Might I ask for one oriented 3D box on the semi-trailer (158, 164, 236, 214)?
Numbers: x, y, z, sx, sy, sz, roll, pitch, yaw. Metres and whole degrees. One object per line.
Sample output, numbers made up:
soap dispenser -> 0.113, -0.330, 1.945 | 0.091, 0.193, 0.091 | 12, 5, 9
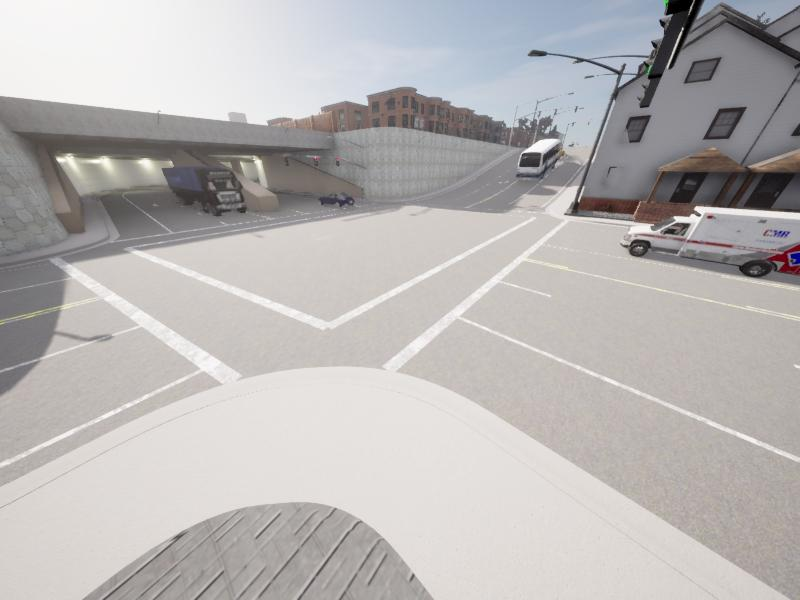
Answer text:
semi-trailer -> -24.183, -13.414, 27.125 | 14.254, 4.402, 2.717 | 23, 37, 34

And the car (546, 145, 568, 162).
car -> 28.967, -27.085, 42.659 | 1.801, 1.575, 5.366 | 24, 51, 34

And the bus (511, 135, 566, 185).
bus -> 21.842, -22.115, 36.340 | 3.944, 4.253, 10.273 | 24, 51, 34

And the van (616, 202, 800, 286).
van -> 14.908, -2.901, 10.908 | 6.366, 2.431, 2.351 | 24, 38, 35

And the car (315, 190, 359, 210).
car -> -7.586, -12.064, 27.583 | 5.027, 1.651, 2.152 | 20, 36, 31

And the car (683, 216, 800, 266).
car -> 18.599, -3.250, 12.332 | 3.988, 1.617, 1.851 | 24, 38, 35

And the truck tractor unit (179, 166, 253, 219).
truck tractor unit -> -18.109, -10.790, 22.780 | 6.516, 4.208, 3.053 | 22, 37, 34
